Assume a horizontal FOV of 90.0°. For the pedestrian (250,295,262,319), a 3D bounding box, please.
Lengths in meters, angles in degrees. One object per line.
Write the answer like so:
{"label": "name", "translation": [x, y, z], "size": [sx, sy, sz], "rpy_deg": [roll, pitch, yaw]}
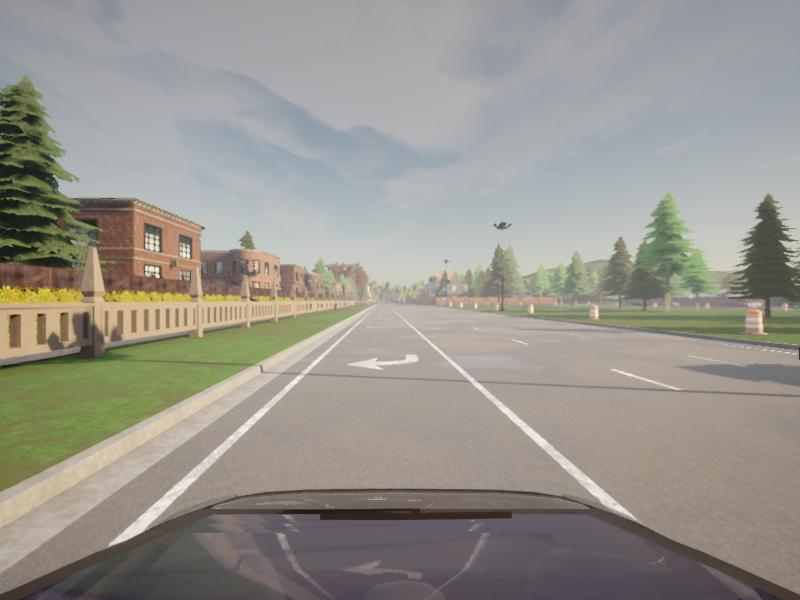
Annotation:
{"label": "pedestrian", "translation": [-11.291, 0.529, 31.398], "size": [0.751, 1.860, 0.751], "rpy_deg": [0, 0, -3]}

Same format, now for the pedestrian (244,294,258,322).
{"label": "pedestrian", "translation": [-10.196, 0.524, 27.373], "size": [0.751, 1.860, 0.751], "rpy_deg": [0, 0, -2]}

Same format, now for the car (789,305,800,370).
{"label": "car", "translation": [10.212, 0.863, 7.552], "size": [1.970, 1.475, 3.806], "rpy_deg": [0, 0, -3]}
